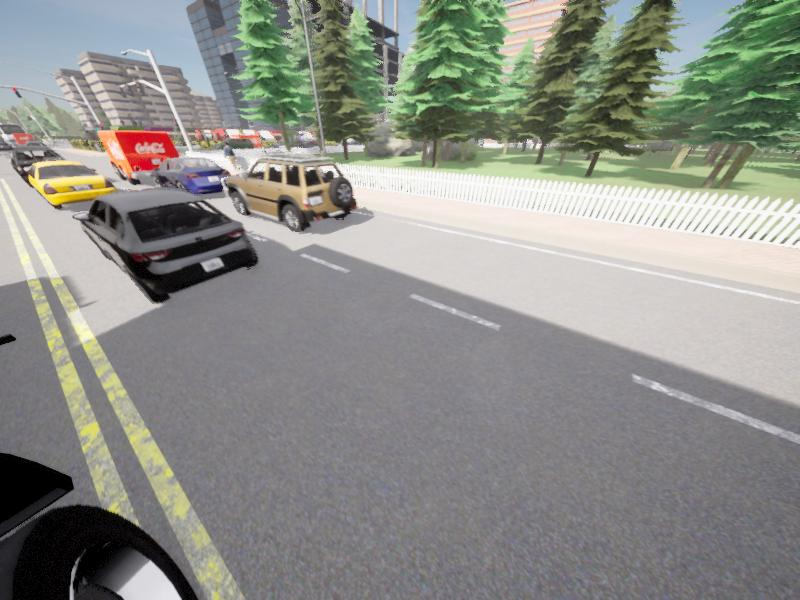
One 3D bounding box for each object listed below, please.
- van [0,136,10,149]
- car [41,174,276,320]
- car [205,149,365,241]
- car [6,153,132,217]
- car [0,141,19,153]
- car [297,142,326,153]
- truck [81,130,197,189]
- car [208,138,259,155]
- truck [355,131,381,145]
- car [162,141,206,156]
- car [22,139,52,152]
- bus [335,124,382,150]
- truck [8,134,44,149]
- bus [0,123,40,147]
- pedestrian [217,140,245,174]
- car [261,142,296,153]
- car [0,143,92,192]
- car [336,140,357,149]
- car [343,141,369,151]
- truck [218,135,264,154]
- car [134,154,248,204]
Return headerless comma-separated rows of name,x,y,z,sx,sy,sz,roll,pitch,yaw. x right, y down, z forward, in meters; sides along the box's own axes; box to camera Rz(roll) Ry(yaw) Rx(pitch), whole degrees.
van,-80.523,-31.613,45.849,5.915,2.561,1.988,21,40,27
car,-4.768,-1.417,4.602,4.193,1.474,1.816,21,40,27
car,-3.559,-3.539,7.278,4.605,1.855,1.932,22,40,27
car,-13.260,-4.793,9.233,5.366,1.575,1.801,22,40,27
car,-62.038,-23.891,36.027,4.514,1.525,2.007,21,40,27
car,-15.855,-27.700,41.771,2.007,1.525,4.514,20,40,26
truck,-15.041,-8.290,13.405,5.204,2.467,2.627,21,40,27
car,-25.098,-23.358,35.075,2.150,2.045,5.566,20,40,26
truck,-11.018,-56.046,79.953,8.468,3.827,2.891,20,40,26
car,-30.923,-21.775,33.160,1.851,1.617,3.988,22,41,28
car,-61.763,-26.291,39.274,5.238,1.638,1.930,21,40,27
bus,-8.642,-35.417,50.416,3.944,4.253,10.273,20,40,26
truck,-74.825,-31.760,46.201,5.204,2.467,2.627,21,40,27
bus,-88.386,-37.728,53.002,10.273,4.253,3.944,21,40,27
pedestrian,-11.357,-9.645,15.584,0.751,1.860,0.751,22,41,28
car,-21.087,-26.746,40.376,2.038,1.542,4.974,20,39,26
car,-19.101,-7.211,12.351,4.605,1.855,1.932,21,40,27
car,-12.958,-37.842,56.088,2.033,1.649,4.856,20,40,26
car,-8.546,-30.564,45.800,1.930,1.638,5.238,20,40,26
truck,-26.412,-26.096,38.580,2.627,2.467,5.204,20,40,26
car,-9.756,-5.810,10.789,4.792,1.488,2.163,21,40,27
